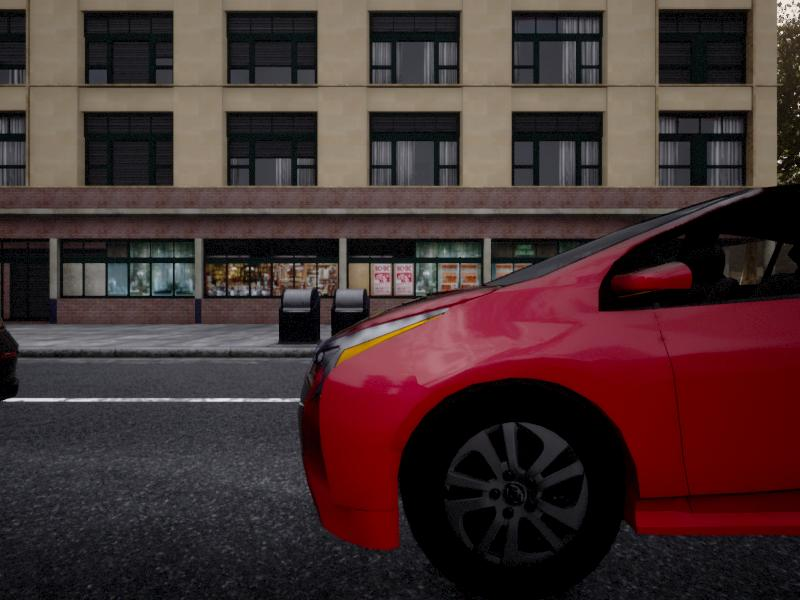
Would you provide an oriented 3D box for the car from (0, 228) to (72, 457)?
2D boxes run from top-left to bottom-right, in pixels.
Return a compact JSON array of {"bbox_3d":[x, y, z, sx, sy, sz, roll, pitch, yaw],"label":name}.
[{"bbox_3d":[-4.859,0.270,2.172,4.674,1.442,1.812,0,0,0],"label":"car"}]

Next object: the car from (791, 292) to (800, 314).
[{"bbox_3d":[29.894,0.201,26.977,1.801,1.575,5.366,0,0,-1],"label":"car"}]

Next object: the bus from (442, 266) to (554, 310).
[{"bbox_3d":[9.592,-1.135,40.268,10.273,4.253,3.944,0,0,0],"label":"bus"}]

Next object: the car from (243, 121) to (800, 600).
[{"bbox_3d":[1.791,0.228,2.195,4.514,1.525,2.007,0,0,0],"label":"car"}]

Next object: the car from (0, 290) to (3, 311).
[{"bbox_3d":[-35.536,0.052,32.512,1.932,1.855,4.605,0,0,0],"label":"car"}]

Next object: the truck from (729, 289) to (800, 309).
[{"bbox_3d":[39.715,-0.056,43.334,6.274,2.098,2.390,0,0,-4],"label":"truck"}]
